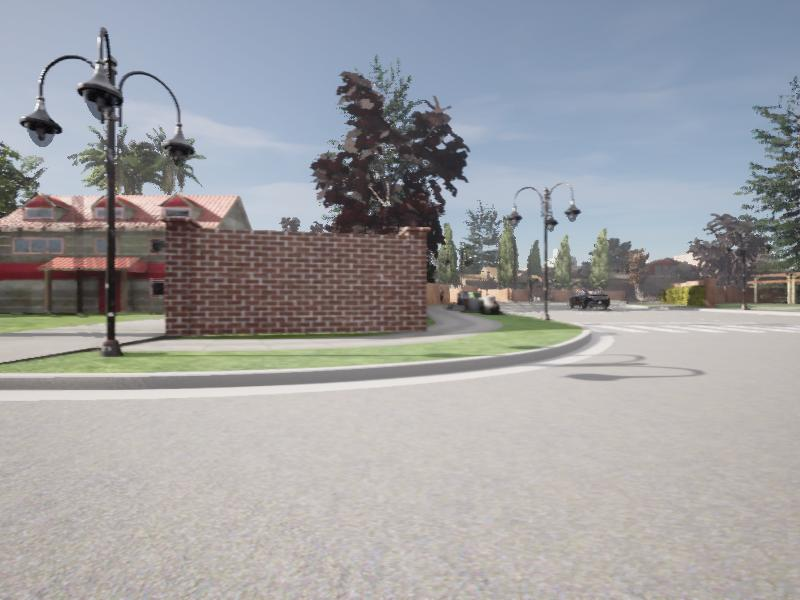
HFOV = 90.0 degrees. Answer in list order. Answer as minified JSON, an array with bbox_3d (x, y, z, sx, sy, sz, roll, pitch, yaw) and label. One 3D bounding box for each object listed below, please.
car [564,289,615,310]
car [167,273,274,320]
[{"bbox_3d":[14.929,-0.028,31.795,2.128,1.511,4.902,0,0,6],"label":"car"},{"bbox_3d":[-7.069,-0.128,16.487,2.152,1.636,5.027,0,0,0],"label":"car"}]
